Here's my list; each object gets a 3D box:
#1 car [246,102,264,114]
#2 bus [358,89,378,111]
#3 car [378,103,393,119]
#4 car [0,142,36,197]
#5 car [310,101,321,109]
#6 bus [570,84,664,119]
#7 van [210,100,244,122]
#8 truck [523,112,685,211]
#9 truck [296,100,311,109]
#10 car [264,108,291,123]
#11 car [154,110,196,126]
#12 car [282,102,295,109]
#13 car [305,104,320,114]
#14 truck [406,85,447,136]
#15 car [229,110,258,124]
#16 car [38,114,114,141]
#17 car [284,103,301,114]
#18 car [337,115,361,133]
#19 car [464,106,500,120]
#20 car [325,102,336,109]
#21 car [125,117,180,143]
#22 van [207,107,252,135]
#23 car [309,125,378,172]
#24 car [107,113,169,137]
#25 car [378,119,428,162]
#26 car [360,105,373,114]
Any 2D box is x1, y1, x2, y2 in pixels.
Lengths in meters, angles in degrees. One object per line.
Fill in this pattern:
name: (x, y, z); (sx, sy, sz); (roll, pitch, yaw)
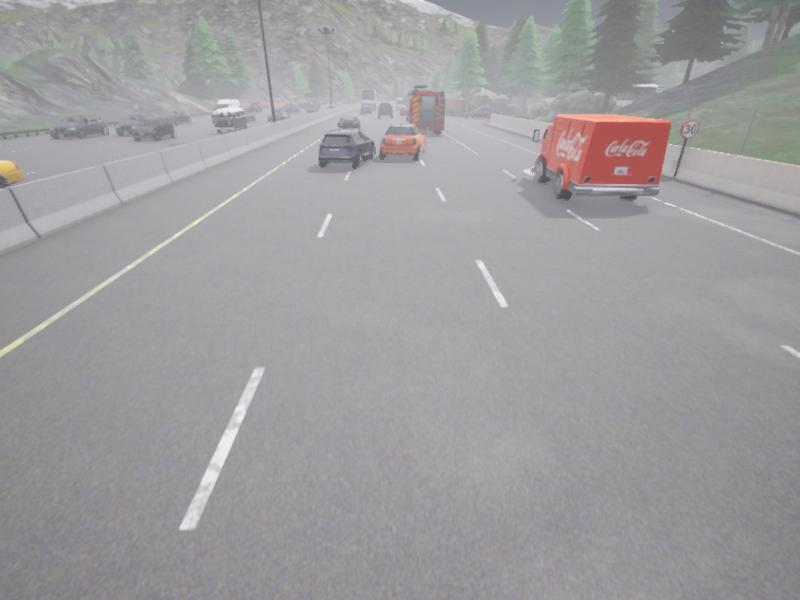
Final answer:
car: (-27.316, -36.176, 75.391); (1.905, 1.878, 3.866); (-1, 27, -2)
bus: (-7.004, -44.741, 89.553); (3.944, 4.253, 10.273); (-1, 27, -2)
car: (-2.256, -29.214, 61.607); (2.150, 2.045, 5.566); (-1, 27, -2)
car: (-14.300, -3.654, 12.073); (1.801, 1.575, 5.366); (-1, 27, -2)
car: (-21.212, -49.134, 100.760); (1.905, 1.878, 3.866); (0, 27, -1)
bus: (30.138, -27.839, 56.085); (10.273, 4.253, 3.944); (-1, 27, -1)
van: (-22.951, -25.291, 53.370); (1.988, 2.561, 5.915); (-1, 27, -2)
truck: (6.355, -4.923, 13.598); (2.627, 2.467, 5.204); (1, 27, 1)
truck: (-24.711, -50.238, 102.660); (2.390, 2.098, 6.274); (0, 27, -1)
car: (-15.881, -24.034, 52.017); (2.038, 1.542, 4.974); (-1, 27, -2)
car: (-26.179, -21.344, 46.758); (2.128, 1.511, 4.902); (-1, 27, -2)
car: (-28.207, -49.245, 101.439); (2.128, 1.511, 4.902); (0, 27, -1)
car: (-16.867, -36.742, 76.969); (2.007, 1.525, 4.514); (-1, 27, -2)
truck: (2.206, -17.697, 37.112); (2.891, 3.827, 8.468); (-1, 27, -2)
car: (-19.280, -22.643, 49.466); (1.994, 1.385, 4.181); (-1, 27, -2)
car: (-25.591, -13.844, 31.905); (2.242, 1.667, 4.611); (-1, 27, -2)
car: (-20.320, -36.262, 75.659); (2.097, 1.767, 4.553); (-1, 27, -2)
car: (-4.836, -16.978, 38.476); (1.895, 1.301, 4.718); (-1, 27, -2)
car: (11.592, -26.512, 56.754); (4.792, 1.488, 2.163); (-1, 27, 6)
car: (-17.709, -49.691, 102.215); (1.801, 1.575, 5.366); (0, 27, -1)
car: (-18.517, -12.877, 30.147); (1.789, 1.549, 3.705); (-1, 27, -2)
van: (-15.254, -16.183, 36.083); (2.069, 2.038, 4.480); (-1, 27, -2)
car: (-2.571, -7.617, 19.791); (2.033, 1.649, 4.856); (4, 27, 8)
car: (-22.179, -14.976, 34.124); (2.242, 1.667, 4.611); (-1, 27, -2)
car: (0.273, -9.010, 22.337); (2.097, 1.767, 4.553); (4, 27, 8)
car: (-6.267, -35.542, 74.607); (2.163, 1.488, 4.792); (-1, 27, -2)
